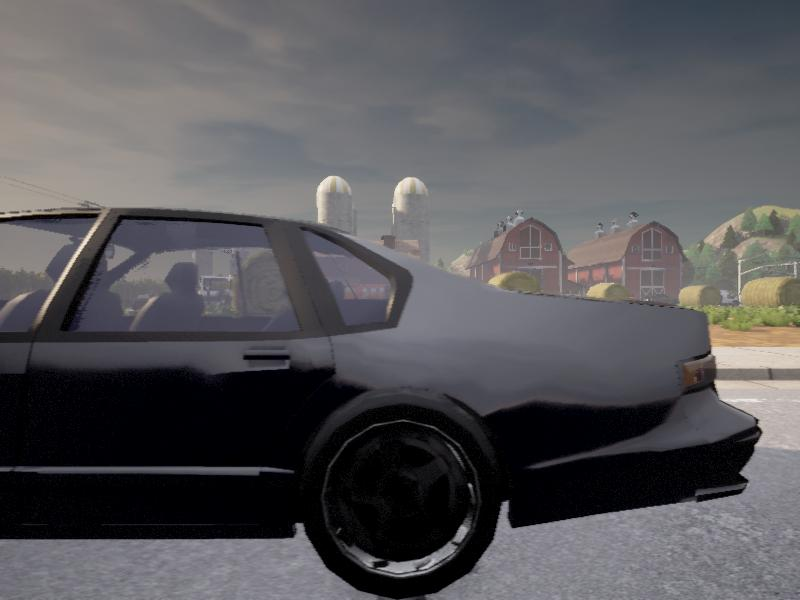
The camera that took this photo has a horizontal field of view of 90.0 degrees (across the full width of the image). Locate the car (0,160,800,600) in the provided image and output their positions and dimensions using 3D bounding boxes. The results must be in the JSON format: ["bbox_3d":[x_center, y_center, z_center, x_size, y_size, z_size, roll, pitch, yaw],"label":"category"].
[{"bbox_3d":[-1.325,0.295,2.194,5.357,1.411,2.033,0,0,0],"label":"car"}]

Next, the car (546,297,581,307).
[{"bbox_3d":[23.477,0.290,57.477,4.181,1.385,1.994,0,1,-4],"label":"car"}]

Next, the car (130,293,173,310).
[{"bbox_3d":[-27.158,0.139,43.988,2.097,1.767,4.553,0,0,-3],"label":"car"}]

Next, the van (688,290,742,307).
[{"bbox_3d":[46.433,-0.229,59.041,6.366,2.431,2.351,0,0,-4],"label":"van"}]

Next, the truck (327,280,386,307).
[{"bbox_3d":[-6.353,-0.909,58.987,8.468,3.827,2.891,0,0,-4],"label":"truck"}]

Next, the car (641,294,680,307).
[{"bbox_3d":[38.043,0.049,58.478,4.605,1.855,1.932,0,0,-4],"label":"car"}]

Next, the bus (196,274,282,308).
[{"bbox_3d":[-21.725,-1.113,54.257,10.273,4.253,3.944,0,0,-31],"label":"bus"}]
